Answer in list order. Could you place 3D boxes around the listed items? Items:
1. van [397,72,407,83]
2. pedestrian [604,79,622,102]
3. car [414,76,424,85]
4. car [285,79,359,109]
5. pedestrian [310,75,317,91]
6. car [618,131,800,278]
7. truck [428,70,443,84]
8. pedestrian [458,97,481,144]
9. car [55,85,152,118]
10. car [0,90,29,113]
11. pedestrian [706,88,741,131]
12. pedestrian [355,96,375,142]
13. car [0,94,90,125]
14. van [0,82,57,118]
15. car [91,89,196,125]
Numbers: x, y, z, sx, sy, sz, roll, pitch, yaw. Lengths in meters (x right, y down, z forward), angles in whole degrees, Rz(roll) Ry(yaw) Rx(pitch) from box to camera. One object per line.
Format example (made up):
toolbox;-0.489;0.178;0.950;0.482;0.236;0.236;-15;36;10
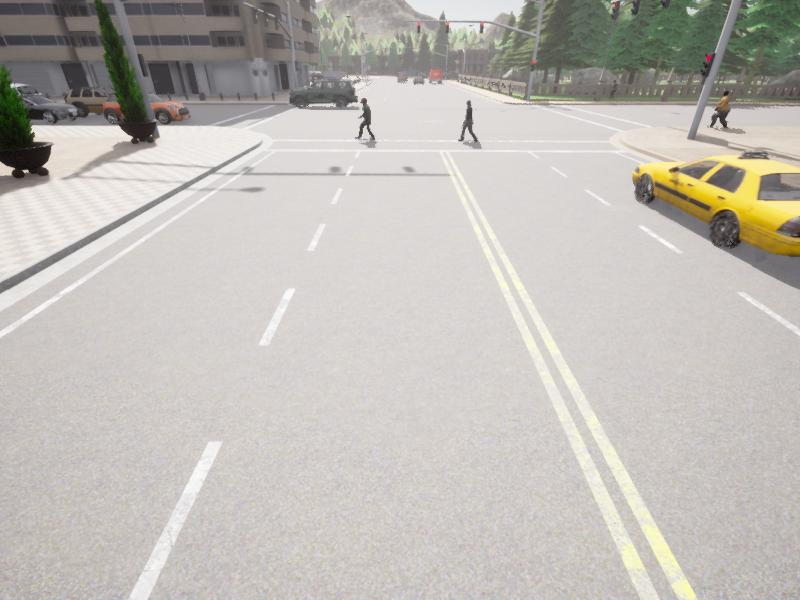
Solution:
van;0.434;-47.662;85.679;1.775;1.987;4.442;2;30;4
pedestrian;19.152;-18.828;35.960;0.751;1.860;0.751;0;30;0
car;3.724;-43.449;79.077;1.994;1.385;4.181;0;30;1
car;-6.313;-17.008;33.010;5.566;2.045;2.150;0;30;0
pedestrian;-11.509;-28.943;53.390;0.751;1.860;0.751;-4;31;-7
car;7.041;-2.393;8.550;1.801;1.575;5.366;0;30;0
truck;7.238;-45.666;81.774;2.627;2.467;5.204;0;30;0
pedestrian;3.067;-7.977;17.787;0.751;1.860;0.751;0;30;0
car;-19.923;-13.461;27.100;4.605;1.855;1.932;0;30;0
car;-31.527;-15.084;30.311;4.674;1.442;1.812;0;30;0
pedestrian;16.265;-9.596;20.149;0.751;1.860;0.751;17;34;26
pedestrian;-1.583;-8.202;18.150;0.751;1.860;0.751;1;30;1
car;-22.195;-11.546;24.185;4.902;1.511;2.128;0;30;0
van;-26.712;-13.558;27.106;4.480;2.038;2.069;0;30;0
car;-15.244;-11.632;24.052;4.553;1.767;2.097;0;30;1
